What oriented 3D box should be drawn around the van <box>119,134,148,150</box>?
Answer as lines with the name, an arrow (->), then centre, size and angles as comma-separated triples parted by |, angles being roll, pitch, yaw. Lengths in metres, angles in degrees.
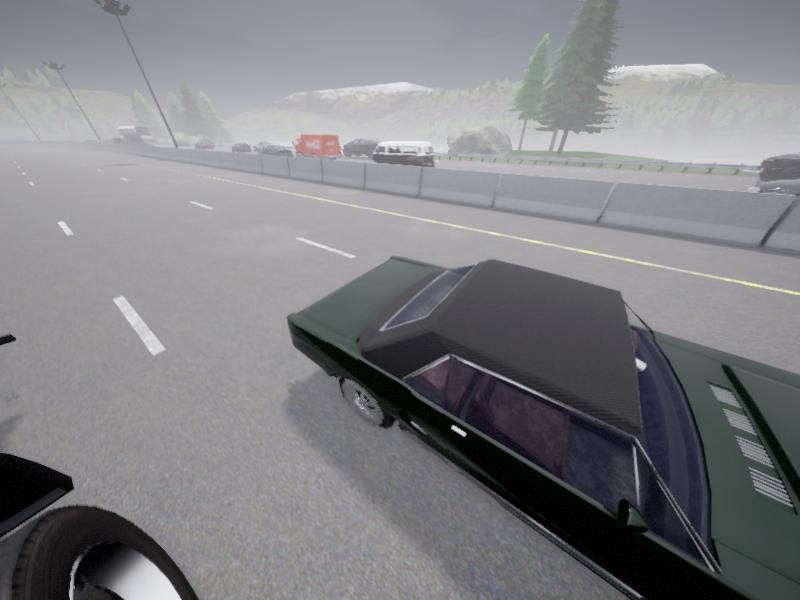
van -> -54.424, -32.403, 47.197 | 5.915, 2.561, 1.988 | 22, 41, 28

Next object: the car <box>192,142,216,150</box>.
car -> -38.809, -30.439, 45.645 | 4.718, 1.301, 1.895 | 22, 41, 28

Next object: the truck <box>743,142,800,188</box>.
truck -> 24.880, -7.274, 12.608 | 6.274, 2.098, 2.390 | 22, 41, 28

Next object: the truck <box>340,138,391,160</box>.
truck -> -4.334, -19.178, 29.259 | 6.274, 2.098, 2.390 | 22, 41, 28

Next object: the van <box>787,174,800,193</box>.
van -> 22.602, -5.718, 10.431 | 4.480, 2.038, 2.069 | 22, 41, 28

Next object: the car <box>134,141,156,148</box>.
car -> -58.931, -36.034, 53.418 | 4.718, 1.301, 1.895 | 19, 39, 25

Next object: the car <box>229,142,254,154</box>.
car -> -25.940, -24.888, 37.727 | 4.193, 1.474, 1.816 | 27, 43, 33

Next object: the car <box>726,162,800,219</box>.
car -> 15.456, -3.488, 7.670 | 4.902, 1.511, 2.128 | 22, 41, 28

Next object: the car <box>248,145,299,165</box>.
car -> -13.105, -15.123, 23.949 | 4.902, 1.511, 2.128 | 22, 41, 28

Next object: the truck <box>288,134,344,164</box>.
truck -> -9.043, -16.325, 24.852 | 5.204, 2.467, 2.627 | 22, 41, 28

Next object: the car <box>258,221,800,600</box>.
car -> 1.290, 0.676, 1.835 | 4.718, 1.301, 1.895 | 22, 41, 28

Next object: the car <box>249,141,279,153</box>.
car -> -23.814, -26.876, 40.513 | 4.974, 1.542, 2.038 | 22, 41, 28

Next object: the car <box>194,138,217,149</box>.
car -> -43.390, -34.995, 51.576 | 4.605, 1.855, 1.932 | 22, 41, 28

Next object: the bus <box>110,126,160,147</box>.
bus -> -69.566, -43.031, 60.696 | 10.273, 4.253, 3.944 | 15, 38, 20

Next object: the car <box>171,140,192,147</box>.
car -> -55.043, -39.434, 58.146 | 4.514, 1.525, 2.007 | 19, 39, 25

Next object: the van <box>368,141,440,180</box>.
van -> 0.217, -9.916, 16.207 | 4.480, 2.038, 2.069 | 22, 41, 28

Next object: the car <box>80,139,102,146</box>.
car -> -78.635, -40.077, 58.767 | 3.705, 1.549, 1.789 | 14, 37, 19
